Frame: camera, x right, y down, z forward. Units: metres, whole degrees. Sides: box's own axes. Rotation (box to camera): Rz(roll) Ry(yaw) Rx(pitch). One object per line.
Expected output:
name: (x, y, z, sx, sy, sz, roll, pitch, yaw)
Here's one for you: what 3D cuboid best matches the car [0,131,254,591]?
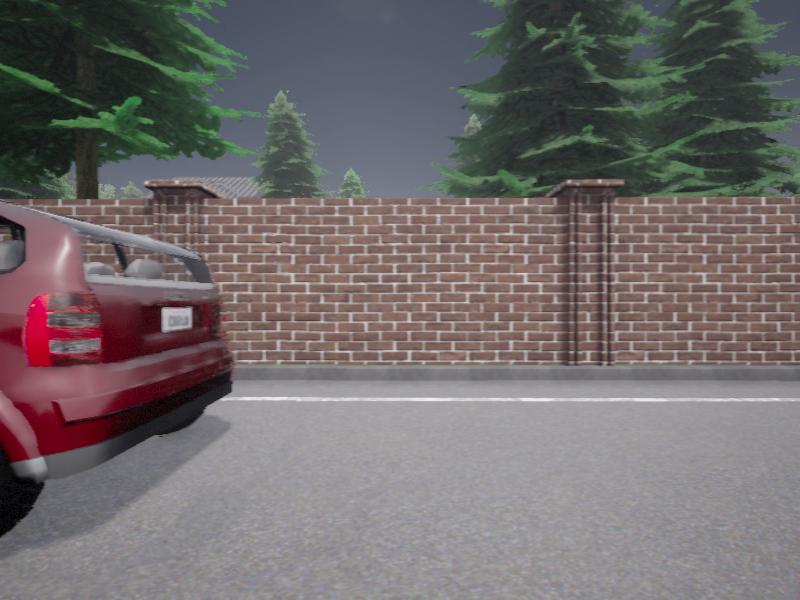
car: (-3.002, 0.212, 2.249, 3.705, 1.549, 1.789, 0, 0, 0)
